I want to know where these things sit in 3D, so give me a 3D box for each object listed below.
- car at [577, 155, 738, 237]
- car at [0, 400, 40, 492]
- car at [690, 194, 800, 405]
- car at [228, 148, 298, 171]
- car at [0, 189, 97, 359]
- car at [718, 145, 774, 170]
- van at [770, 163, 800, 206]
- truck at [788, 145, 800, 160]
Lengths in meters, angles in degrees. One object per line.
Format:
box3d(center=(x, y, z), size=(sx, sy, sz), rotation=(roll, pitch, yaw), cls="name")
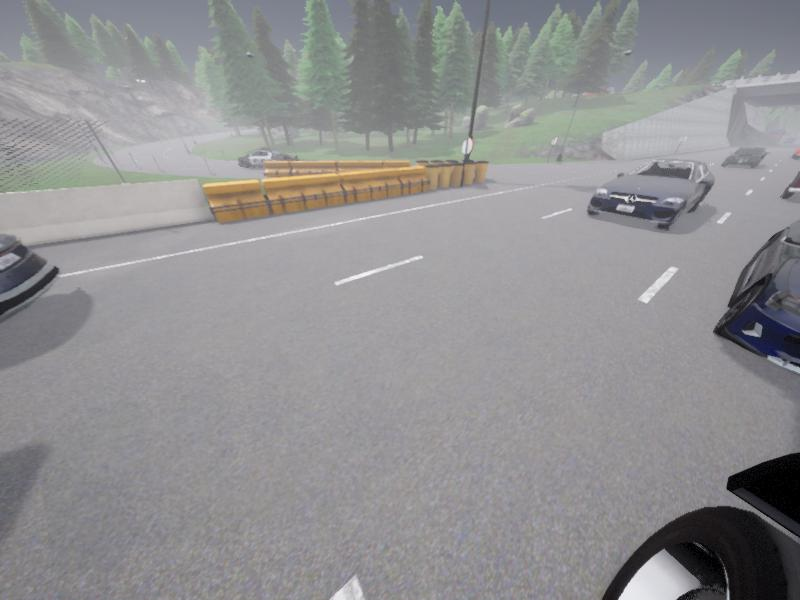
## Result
box3d(center=(8.624, -3.740, 7.740), size=(5.027, 1.651, 2.152), rotation=(-22, 41, -28), cls="car")
box3d(center=(-4.902, 1.895, 0.140), size=(4.718, 1.301, 1.895), rotation=(-22, 41, -28), cls="car")
box3d(center=(6.197, -0.294, 2.876), size=(4.856, 1.649, 2.033), rotation=(-22, 41, -28), cls="car")
box3d(center=(-11.929, -12.433, 20.345), size=(4.974, 1.542, 2.038), rotation=(9, 36, 13), cls="car")
box3d(center=(-7.276, 0.265, 2.186), size=(4.856, 1.649, 2.033), rotation=(-22, 41, -28), cls="car")
box3d(center=(29.230, -12.069, 19.496), size=(4.892, 1.490, 1.837), rotation=(-22, 41, -28), cls="car")
box3d(center=(17.639, -5.124, 9.252), size=(4.480, 2.038, 2.069), rotation=(-23, 41, -27), cls="van")
box3d(center=(45.979, -16.821, 25.252), size=(5.204, 2.467, 2.627), rotation=(-22, 41, -28), cls="truck")
